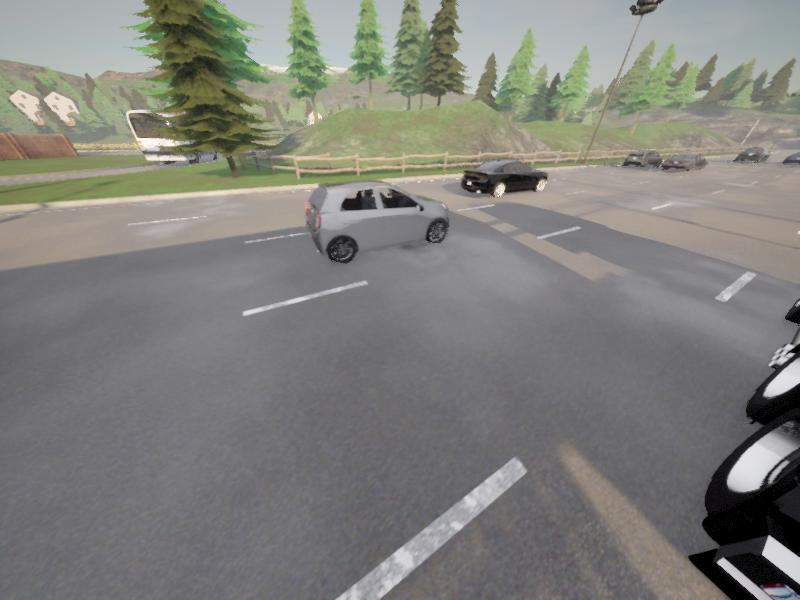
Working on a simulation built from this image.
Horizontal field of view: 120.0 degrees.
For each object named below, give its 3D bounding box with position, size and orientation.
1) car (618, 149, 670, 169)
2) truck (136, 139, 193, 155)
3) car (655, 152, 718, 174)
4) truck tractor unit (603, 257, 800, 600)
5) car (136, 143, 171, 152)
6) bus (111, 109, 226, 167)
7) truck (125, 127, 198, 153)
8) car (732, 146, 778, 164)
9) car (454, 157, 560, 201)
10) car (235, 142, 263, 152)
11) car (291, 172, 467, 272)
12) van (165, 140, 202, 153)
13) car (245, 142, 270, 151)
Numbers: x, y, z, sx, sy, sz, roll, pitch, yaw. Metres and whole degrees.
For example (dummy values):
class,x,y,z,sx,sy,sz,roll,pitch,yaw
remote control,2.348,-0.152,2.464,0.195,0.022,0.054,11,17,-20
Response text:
class,x,y,z,sx,sy,sz,roll,pitch,yaw
car,25.374,-14.699,24.029,4.514,1.525,2.007,-17,38,-23
truck,-40.173,-26.358,39.739,6.274,2.098,2.390,-17,38,-23
car,26.324,-12.661,21.220,5.357,1.411,2.033,-17,38,-23
truck tractor unit,5.097,-0.314,0.801,6.516,4.208,3.053,-19,39,-25
car,-48.833,-30.236,45.863,4.181,1.385,1.994,-17,38,-23
bus,-23.856,-17.461,25.192,3.944,4.253,10.273,-8,36,-13
truck,-44.614,-30.259,43.794,8.468,3.827,2.891,-17,38,-23
car,46.357,-19.013,30.173,4.553,1.767,2.097,-17,38,-23
car,5.398,-6.258,11.709,5.008,1.535,1.882,-17,38,-23
car,-32.561,-33.068,49.829,4.611,1.667,2.242,-17,38,-23
car,-0.461,-2.168,5.783,3.633,1.501,1.845,-17,38,-23
van,-40.211,-28.575,43.026,4.442,1.987,1.775,-17,38,-23
car,-32.687,-35.248,53.083,4.611,1.667,2.242,-17,38,-23
